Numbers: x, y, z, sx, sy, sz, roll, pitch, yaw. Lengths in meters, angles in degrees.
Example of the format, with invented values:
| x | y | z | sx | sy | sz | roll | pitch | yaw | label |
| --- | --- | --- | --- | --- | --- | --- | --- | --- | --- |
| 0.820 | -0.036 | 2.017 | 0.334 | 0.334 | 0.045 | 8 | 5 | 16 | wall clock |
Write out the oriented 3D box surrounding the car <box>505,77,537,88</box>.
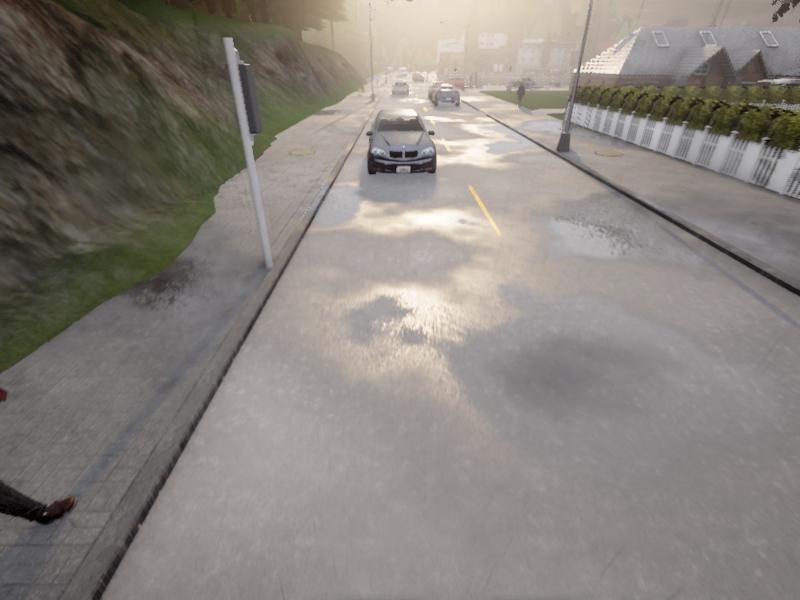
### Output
| x | y | z | sx | sy | sz | roll | pitch | yaw | label |
| --- | --- | --- | --- | --- | --- | --- | --- | --- | --- |
| 18.598 | -33.463 | 61.618 | 4.193 | 1.474 | 1.816 | 0 | 30 | 0 | car |

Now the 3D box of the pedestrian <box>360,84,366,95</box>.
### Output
| x | y | z | sx | sy | sz | roll | pitch | yaw | label |
| --- | --- | --- | --- | --- | --- | --- | --- | --- | --- |
| -4.189 | -23.657 | 44.995 | 0.500 | 1.100 | 0.500 | 3 | 31 | 5 | pedestrian |

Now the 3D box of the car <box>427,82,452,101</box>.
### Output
| x | y | z | sx | sy | sz | roll | pitch | yaw | label |
| --- | --- | --- | --- | --- | --- | --- | --- | --- | --- |
| 4.000 | -21.555 | 41.241 | 2.038 | 1.542 | 4.974 | 0 | 30 | 0 | car |

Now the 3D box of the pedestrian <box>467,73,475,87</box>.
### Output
| x | y | z | sx | sy | sz | roll | pitch | yaw | label |
| --- | --- | --- | --- | --- | --- | --- | --- | --- | --- |
| 11.317 | -34.946 | 63.476 | 0.751 | 1.860 | 0.751 | -18 | 35 | -27 | pedestrian |

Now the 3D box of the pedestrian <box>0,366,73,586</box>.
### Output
| x | y | z | sx | sy | sz | roll | pitch | yaw | label |
| --- | --- | --- | --- | --- | --- | --- | --- | --- | --- |
| -2.861 | 0.896 | 2.358 | 0.751 | 1.860 | 0.751 | -12 | 32 | -20 | pedestrian |

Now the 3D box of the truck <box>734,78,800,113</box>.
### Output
| x | y | z | sx | sy | sz | roll | pitch | yaw | label |
| --- | --- | --- | --- | --- | --- | --- | --- | --- | --- |
| 26.982 | -14.444 | 28.237 | 4.478 | 2.038 | 2.069 | 0 | 30 | 0 | truck |

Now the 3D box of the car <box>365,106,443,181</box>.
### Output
| x | y | z | sx | sy | sz | roll | pitch | yaw | label |
| --- | --- | --- | --- | --- | --- | --- | --- | --- | --- |
| -0.016 | -5.554 | 13.803 | 2.242 | 1.667 | 4.611 | -2 | 30 | -3 | car |

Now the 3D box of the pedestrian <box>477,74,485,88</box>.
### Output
| x | y | z | sx | sy | sz | roll | pitch | yaw | label |
| --- | --- | --- | --- | --- | --- | --- | --- | --- | --- |
| 12.688 | -34.463 | 62.892 | 0.751 | 1.860 | 0.751 | -8 | 31 | -13 | pedestrian |

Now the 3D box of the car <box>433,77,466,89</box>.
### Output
| x | y | z | sx | sy | sz | roll | pitch | yaw | label |
| --- | --- | --- | --- | --- | --- | --- | --- | --- | --- |
| 7.526 | -33.081 | 60.910 | 4.514 | 1.525 | 2.007 | -7 | 31 | -11 | car |

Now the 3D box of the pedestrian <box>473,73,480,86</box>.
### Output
| x | y | z | sx | sy | sz | roll | pitch | yaw | label |
| --- | --- | --- | --- | --- | --- | --- | --- | --- | --- |
| 12.195 | -35.090 | 63.722 | 0.751 | 1.860 | 0.751 | -2 | 30 | -3 | pedestrian |

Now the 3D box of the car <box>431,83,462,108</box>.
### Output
| x | y | z | sx | sy | sz | roll | pitch | yaw | label |
| --- | --- | --- | --- | --- | --- | --- | --- | --- | --- |
| 4.000 | -18.002 | 35.090 | 2.152 | 1.651 | 5.027 | 0 | 30 | 0 | car |

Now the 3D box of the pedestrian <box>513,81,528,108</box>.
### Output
| x | y | z | sx | sy | sz | roll | pitch | yaw | label |
| --- | --- | --- | --- | --- | --- | --- | --- | --- | --- |
| 9.420 | -16.048 | 31.270 | 0.751 | 1.860 | 0.751 | 1 | 30 | 1 | pedestrian |

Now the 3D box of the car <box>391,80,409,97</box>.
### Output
| x | y | z | sx | sy | sz | roll | pitch | yaw | label |
| --- | --- | --- | --- | --- | --- | --- | --- | --- | --- |
| 0.059 | -24.329 | 45.976 | 2.007 | 1.525 | 4.514 | 0 | 30 | 1 | car |
